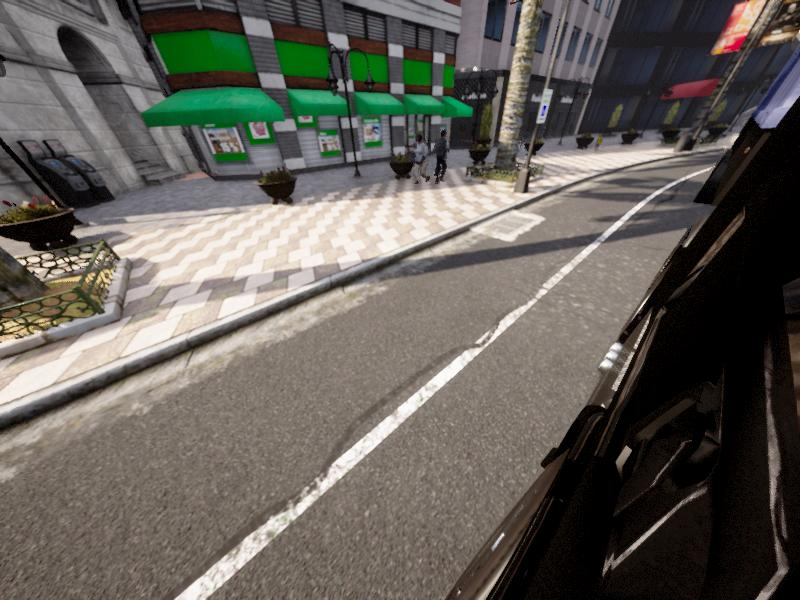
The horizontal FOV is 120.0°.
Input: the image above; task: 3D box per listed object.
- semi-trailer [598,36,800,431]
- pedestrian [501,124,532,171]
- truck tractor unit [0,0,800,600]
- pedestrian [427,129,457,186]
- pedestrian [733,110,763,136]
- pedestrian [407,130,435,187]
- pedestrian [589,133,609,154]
[{"bbox_3d":[8.655,-3.646,4.252,14.254,4.402,2.717,-29,44,-30],"label":"semi-trailer"},{"bbox_3d":[5.660,-7.450,11.334,0.751,1.860,0.751,-3,37,0],"label":"pedestrian"},{"bbox_3d":[2.645,-0.295,0.351,6.516,4.208,3.053,-28,44,-30],"label":"truck tractor unit"},{"bbox_3d":[1.672,-5.768,9.364,0.751,1.860,0.751,-28,44,-30],"label":"pedestrian"},{"bbox_3d":[32.621,-16.586,21.687,0.751,1.860,0.751,-31,45,-32],"label":"pedestrian"},{"bbox_3d":[0.832,-5.670,9.289,0.751,1.860,0.751,26,46,33],"label":"pedestrian"},{"bbox_3d":[13.480,-10.604,15.639,0.500,1.100,0.500,-21,40,-22],"label":"pedestrian"}]
